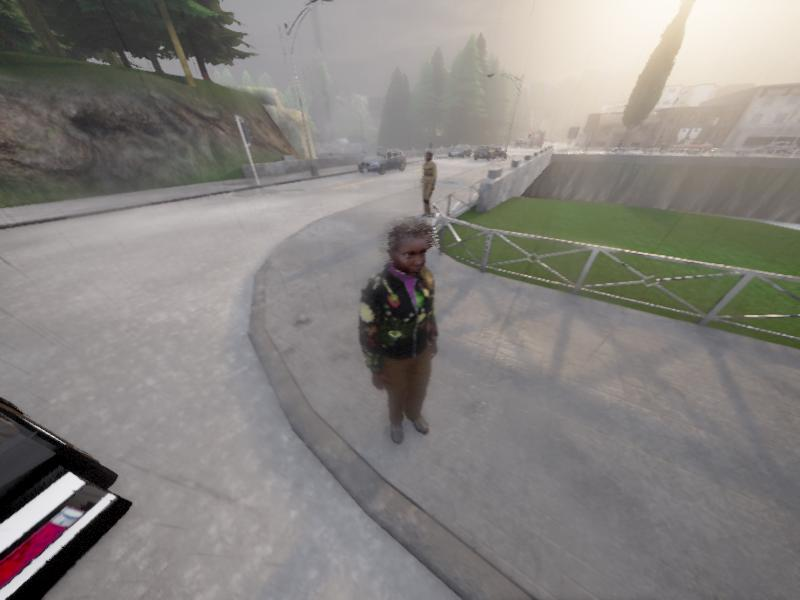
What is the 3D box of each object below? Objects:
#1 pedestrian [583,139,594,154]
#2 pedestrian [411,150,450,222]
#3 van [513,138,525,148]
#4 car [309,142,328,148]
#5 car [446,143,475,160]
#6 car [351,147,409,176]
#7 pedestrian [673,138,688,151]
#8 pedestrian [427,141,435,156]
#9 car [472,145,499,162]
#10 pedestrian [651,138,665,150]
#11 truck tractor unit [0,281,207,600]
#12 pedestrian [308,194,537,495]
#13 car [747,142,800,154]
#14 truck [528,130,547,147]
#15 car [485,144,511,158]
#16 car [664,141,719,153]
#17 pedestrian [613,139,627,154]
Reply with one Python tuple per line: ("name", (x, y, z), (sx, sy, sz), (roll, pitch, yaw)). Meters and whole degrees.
("pedestrian", (28.821, -23.473, 35.335), (0.751, 1.860, 0.751), (19, 39, 26))
("pedestrian", (0.891, -3.514, 7.137), (0.751, 1.860, 0.751), (-29, 44, -34))
("van", (33.450, -44.113, 64.844), (2.069, 2.038, 4.480), (19, 39, 26))
("car", (-25.063, -47.634, 70.961), (1.930, 1.638, 5.238), (19, 39, 26))
("car", (8.302, -20.328, 31.519), (2.033, 1.649, 4.856), (19, 40, 26))
("car", (-1.420, -11.252, 18.632), (2.242, 1.667, 4.611), (19, 40, 26))
("pedestrian", (48.592, -26.942, 40.037), (0.751, 1.860, 0.751), (-22, 40, -28))
("pedestrian", (4.566, -22.586, 34.367), (0.751, 1.860, 0.751), (28, 44, 34))
("car", (10.514, -17.991, 28.285), (1.816, 1.474, 4.193), (19, 39, 26))
("pedestrian", (48.396, -29.253, 43.344), (0.751, 1.860, 0.751), (-6, 35, -7))
("truck tractor unit", (-5.261, -0.113, 0.526), (6.516, 4.208, 3.053), (11, 37, 16))
("pedestrian", (0.038, 0.385, 1.575), (0.751, 1.860, 0.751), (-16, 38, -21))
("car", (55.480, -22.556, 34.240), (3.806, 1.475, 1.970), (19, 40, 26))
("truck", (38.660, -45.359, 64.992), (2.891, 3.827, 8.468), (19, 39, 26))
("car", (13.973, -21.257, 32.860), (2.038, 1.542, 4.974), (19, 39, 26))
("car", (47.819, -25.268, 38.087), (5.027, 1.651, 2.152), (19, 40, 26))
("pedestrian", (33.651, -23.513, 35.330), (0.751, 1.860, 0.751), (17, 38, 23))
